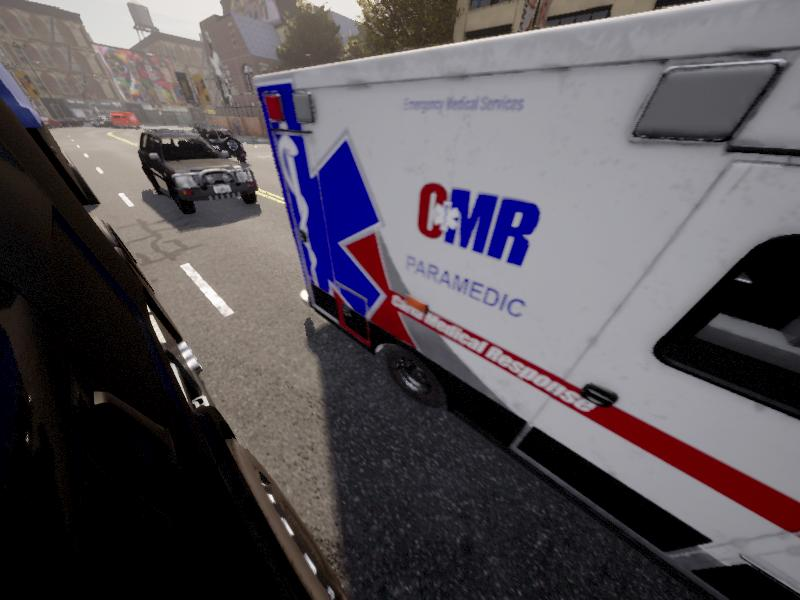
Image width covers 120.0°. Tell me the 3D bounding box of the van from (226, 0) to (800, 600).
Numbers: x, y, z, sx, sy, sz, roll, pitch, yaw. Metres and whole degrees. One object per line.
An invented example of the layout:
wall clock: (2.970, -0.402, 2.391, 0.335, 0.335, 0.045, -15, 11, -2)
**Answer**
van: (1.866, 0.108, 1.590, 6.366, 2.431, 2.351, 28, 44, 30)

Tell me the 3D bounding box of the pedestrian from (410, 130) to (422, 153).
pedestrian: (1.545, -15.430, 22.512, 0.751, 1.860, 0.751, -28, 47, -34)

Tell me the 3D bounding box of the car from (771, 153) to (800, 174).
car: (40.138, -13.568, 23.053, 1.837, 1.490, 4.892, 28, 43, 29)

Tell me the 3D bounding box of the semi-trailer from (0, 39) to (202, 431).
semi-trailer: (-8.733, -3.582, 4.192, 14.254, 4.402, 2.717, 28, 43, 29)

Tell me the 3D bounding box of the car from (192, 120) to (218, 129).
car: (-50.524, -45.637, 60.082, 1.930, 1.638, 5.238, 7, 37, 6)

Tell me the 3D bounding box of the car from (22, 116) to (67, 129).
car: (-53.937, -27.072, 35.212, 2.002, 1.452, 4.674, -18, 41, -25)

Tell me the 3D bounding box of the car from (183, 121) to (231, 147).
car: (-18.895, -16.252, 22.605, 4.605, 1.855, 1.932, 28, 44, 30)

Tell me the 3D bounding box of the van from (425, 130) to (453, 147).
van: (6.225, -25.908, 36.954, 2.069, 2.038, 4.480, 28, 44, 30)

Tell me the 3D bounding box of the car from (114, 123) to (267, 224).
car: (-6.509, -4.152, 7.202, 4.605, 1.855, 1.932, 30, 44, 29)

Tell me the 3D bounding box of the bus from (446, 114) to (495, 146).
bus: (13.283, -31.753, 43.359, 3.944, 4.253, 10.273, 28, 43, 30)

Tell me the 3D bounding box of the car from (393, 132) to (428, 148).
car: (1.548, -22.519, 32.464, 1.930, 1.638, 5.238, 28, 43, 30)

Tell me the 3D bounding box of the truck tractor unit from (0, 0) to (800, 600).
truck tractor unit: (-2.645, -0.295, 0.351, 6.516, 4.208, 3.053, 28, 44, 30)

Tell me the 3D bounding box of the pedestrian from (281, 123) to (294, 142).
pedestrian: (-14.217, -21.230, 29.272, 0.751, 1.860, 0.751, 12, 38, 12)

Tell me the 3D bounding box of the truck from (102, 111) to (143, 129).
truck: (-51.413, -33.437, 43.028, 2.627, 2.467, 5.204, -12, 39, -19)

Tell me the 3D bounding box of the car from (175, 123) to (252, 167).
car: (-11.304, -9.452, 13.993, 4.605, 1.855, 1.932, 28, 44, 30)

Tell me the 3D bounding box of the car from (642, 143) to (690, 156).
car: (47.574, -27.048, 41.463, 5.366, 1.575, 1.801, 15, 38, 15)

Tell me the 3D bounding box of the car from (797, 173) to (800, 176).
car: (35.971, -10.686, 18.913, 2.007, 1.525, 4.514, 28, 44, 30)

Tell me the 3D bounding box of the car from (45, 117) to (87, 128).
car: (-56.603, -30.132, 39.258, 1.895, 1.301, 4.718, -11, 39, -17)

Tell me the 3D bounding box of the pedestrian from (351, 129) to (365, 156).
pedestrian: (-3.669, -13.899, 20.394, 0.751, 1.860, 0.751, 31, 45, 32)
